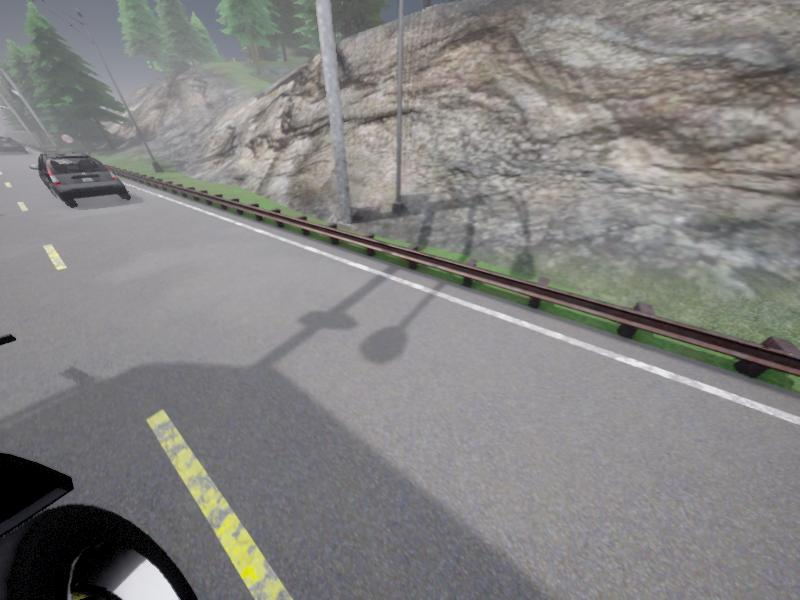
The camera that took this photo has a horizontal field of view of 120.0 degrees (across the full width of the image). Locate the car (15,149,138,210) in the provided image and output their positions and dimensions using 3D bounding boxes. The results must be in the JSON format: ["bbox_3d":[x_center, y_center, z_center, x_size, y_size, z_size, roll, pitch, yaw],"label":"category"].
[{"bbox_3d":[-12.781,-4.913,9.156,3.988,1.617,1.851,22,40,27],"label":"car"}]

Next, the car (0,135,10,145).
[{"bbox_3d":[-79.818,-31.543,45.541,4.611,1.667,2.242,22,40,27],"label":"car"}]

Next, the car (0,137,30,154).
[{"bbox_3d":[-48.391,-18.971,28.269,4.611,1.667,2.242,18,38,23],"label":"car"}]
